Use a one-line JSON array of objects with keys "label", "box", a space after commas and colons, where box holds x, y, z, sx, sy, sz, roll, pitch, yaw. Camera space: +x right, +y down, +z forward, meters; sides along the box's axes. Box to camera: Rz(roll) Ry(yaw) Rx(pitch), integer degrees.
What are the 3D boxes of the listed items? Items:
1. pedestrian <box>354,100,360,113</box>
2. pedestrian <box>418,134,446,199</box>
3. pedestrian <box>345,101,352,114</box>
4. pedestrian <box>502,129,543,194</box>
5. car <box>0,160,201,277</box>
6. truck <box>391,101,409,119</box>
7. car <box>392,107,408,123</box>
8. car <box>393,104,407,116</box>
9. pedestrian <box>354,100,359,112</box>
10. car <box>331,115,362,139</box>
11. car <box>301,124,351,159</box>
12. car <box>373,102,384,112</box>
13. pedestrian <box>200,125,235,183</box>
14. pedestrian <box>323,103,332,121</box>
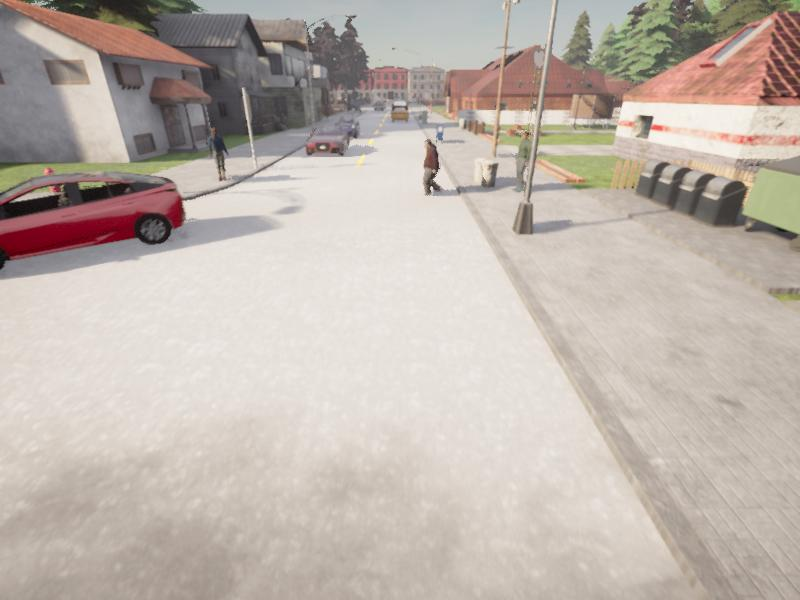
[{"label": "pedestrian", "box": [-7.243, -32.613, 67.417, 0.751, 1.860, 0.751, 1, 27, 1]}, {"label": "pedestrian", "box": [0.980, -4.251, 12.722, 0.751, 1.860, 0.751, -1, 27, -2]}, {"label": "pedestrian", "box": [-8.231, -30.823, 63.952, 0.751, 1.860, 0.751, 3, 28, 7]}, {"label": "pedestrian", "box": [3.918, -4.465, 12.907, 0.751, 1.860, 0.751, -7, 28, -13]}, {"label": "car", "box": [-7.055, -1.823, 8.445, 4.514, 1.525, 2.007, -20, 34, -34]}, {"label": "truck", "box": [-0.004, -25.923, 54.477, 2.390, 2.098, 6.274, 0, 27, 0]}, {"label": "car", "box": [0.000, -22.247, 47.972, 1.882, 1.535, 5.008, 0, 27, 0]}, {"label": "car", "box": [-0.012, -29.211, 61.485, 2.128, 1.511, 4.902, 0, 27, 0]}, {"label": "pedestrian", "box": [-7.685, -34.342, 70.746, 0.751, 1.860, 0.751, 2, 27, 4]}, {"label": "car", "box": [-4.000, -13.316, 30.692, 1.845, 1.501, 3.633, 0, 27, 0]}, {"label": "car", "box": [-3.997, -8.952, 22.419, 1.994, 1.385, 4.181, 0, 27, 0]}, {"label": "car", "box": [-4.003, -36.284, 75.076, 1.851, 1.617, 3.988, 0, 27, 0]}, {"label": "pedestrian", "box": [-6.622, -5.312, 14.559, 0.751, 1.860, 0.751, -14, 31, -26]}, {"label": "pedestrian", "box": [-8.627, -22.315, 47.480, 0.751, 1.860, 0.751, 0, 27, -1]}]
